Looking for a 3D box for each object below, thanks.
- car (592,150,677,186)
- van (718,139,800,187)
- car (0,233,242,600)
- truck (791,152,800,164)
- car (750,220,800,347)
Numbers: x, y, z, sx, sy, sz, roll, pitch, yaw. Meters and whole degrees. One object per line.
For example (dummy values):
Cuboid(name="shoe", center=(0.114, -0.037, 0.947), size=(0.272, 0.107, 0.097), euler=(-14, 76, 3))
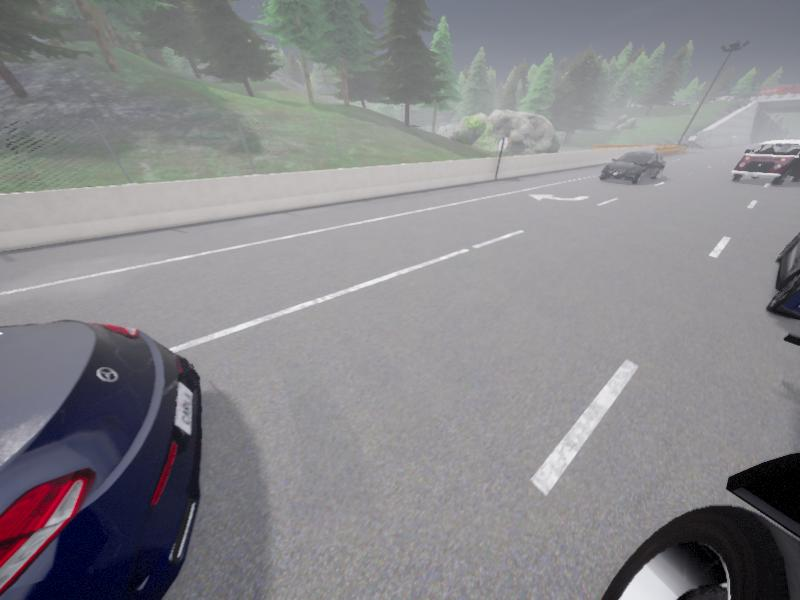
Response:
Cuboid(name="car", center=(14.047, -8.000, 13.813), size=(4.892, 1.490, 1.837), euler=(-20, 40, -26))
Cuboid(name="van", center=(21.057, -7.663, 12.808), size=(4.480, 2.038, 2.069), euler=(-12, 37, -18))
Cuboid(name="car", center=(-3.598, 1.488, 0.422), size=(5.027, 1.651, 2.152), euler=(-22, 41, -28))
Cuboid(name="truck", center=(39.908, -14.178, 21.484), size=(5.204, 2.467, 2.627), euler=(-22, 41, -28))
Cuboid(name="car", center=(7.529, -0.591, 3.260), size=(4.856, 1.649, 2.033), euler=(-22, 41, -28))
